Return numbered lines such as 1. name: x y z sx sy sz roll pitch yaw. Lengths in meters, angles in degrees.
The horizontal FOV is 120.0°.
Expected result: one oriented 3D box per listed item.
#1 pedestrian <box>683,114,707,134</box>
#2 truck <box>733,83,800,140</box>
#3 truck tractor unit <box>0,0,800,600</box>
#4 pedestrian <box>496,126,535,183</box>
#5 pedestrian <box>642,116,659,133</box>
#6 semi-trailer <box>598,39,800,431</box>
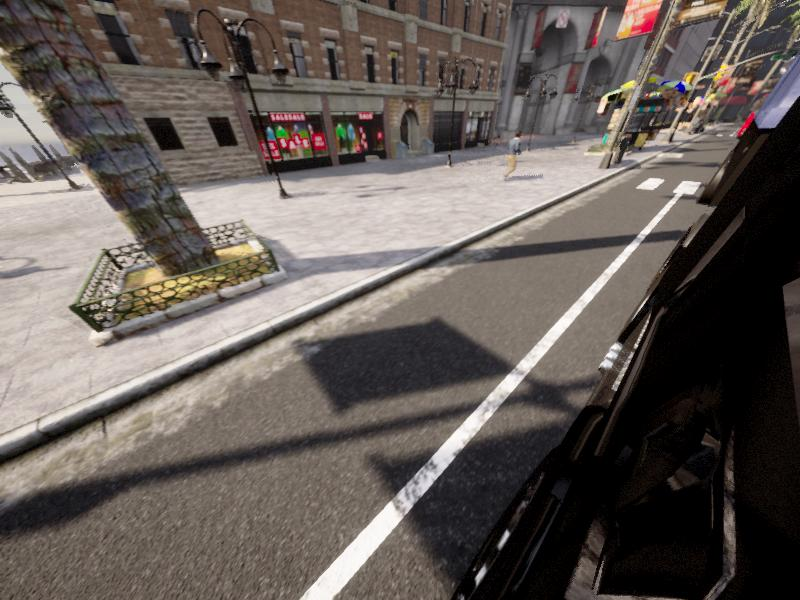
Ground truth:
1. pedestrian: 36.272 -21.607 28.414 0.751 1.860 0.751 -6 37 -5
2. truck: 35.845 -17.879 22.094 8.468 3.827 2.891 -28 44 -30
3. truck tractor unit: 2.645 -0.295 0.351 6.516 4.208 3.053 -28 44 -30
4. pedestrian: 4.673 -5.955 9.496 0.751 1.860 0.751 -9 37 -9
5. pedestrian: 36.584 -25.593 33.740 0.751 1.860 0.751 -1 37 3
6. semi-trailer: 8.691 -3.607 4.238 14.254 4.402 2.717 -28 44 -30
